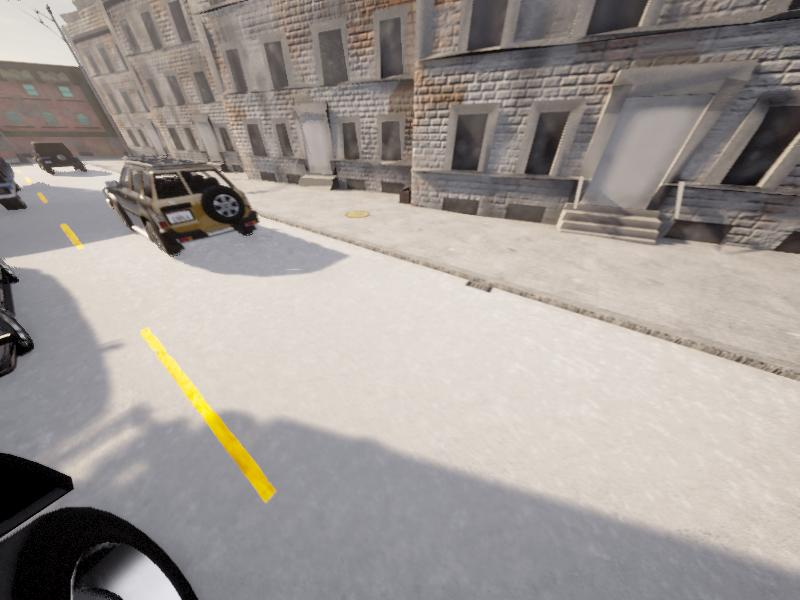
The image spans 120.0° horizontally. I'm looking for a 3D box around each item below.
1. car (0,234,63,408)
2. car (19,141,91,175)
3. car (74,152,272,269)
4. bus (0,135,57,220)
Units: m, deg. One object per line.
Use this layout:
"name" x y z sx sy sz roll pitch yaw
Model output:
"car" -6.610 -0.084 2.771 5.357 1.411 2.033 22 40 27
"car" -25.187 -10.444 16.882 3.866 1.878 1.905 21 40 27
"car" -5.777 -2.604 5.925 4.605 1.855 1.932 22 40 28
"bus" -17.614 -5.732 8.211 10.273 4.253 3.944 23 41 29
